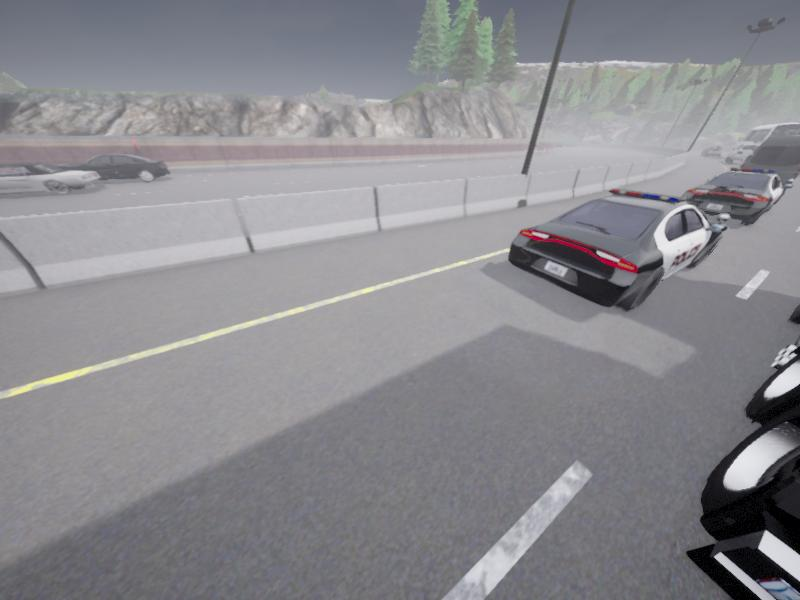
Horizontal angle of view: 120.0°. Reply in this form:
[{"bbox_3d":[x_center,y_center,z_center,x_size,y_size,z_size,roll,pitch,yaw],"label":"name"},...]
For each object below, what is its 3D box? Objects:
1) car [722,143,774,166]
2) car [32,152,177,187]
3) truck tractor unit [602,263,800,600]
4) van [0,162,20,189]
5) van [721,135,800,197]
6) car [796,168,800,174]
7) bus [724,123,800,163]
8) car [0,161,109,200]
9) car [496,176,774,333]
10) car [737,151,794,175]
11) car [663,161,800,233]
[{"bbox_3d":[42.196,-17.851,28.209,2.150,2.045,5.566,29,44,35],"label":"car"},{"bbox_3d":[-17.336,-8.049,14.078,5.008,1.535,1.882,-18,39,-24],"label":"car"},{"bbox_3d":[5.110,-0.303,0.786,6.516,4.208,3.053,-18,39,-24],"label":"truck tractor unit"},{"bbox_3d":[-24.207,-6.174,10.548,6.366,2.431,2.351,-18,39,-24],"label":"van"},{"bbox_3d":[21.136,-7.712,13.037,5.915,2.561,1.988,-22,41,-28],"label":"van"},{"bbox_3d":[34.328,-10.667,18.290,4.902,1.511,2.128,-26,43,-32],"label":"car"},{"bbox_3d":[53.299,-22.959,33.710,3.944,4.253,10.273,26,42,31],"label":"bus"},{"bbox_3d":[-17.597,-5.551,10.698,4.718,1.301,1.895,-18,39,-24],"label":"car"},{"bbox_3d":[4.653,-1.359,4.653,4.974,1.542,2.038,-18,39,-24],"label":"car"},{"bbox_3d":[31.864,-12.111,20.330,4.514,1.525,2.007,-26,43,-32],"label":"car"},{"bbox_3d":[12.469,-4.006,8.539,4.974,1.542,2.038,-20,40,-25],"label":"car"}]
